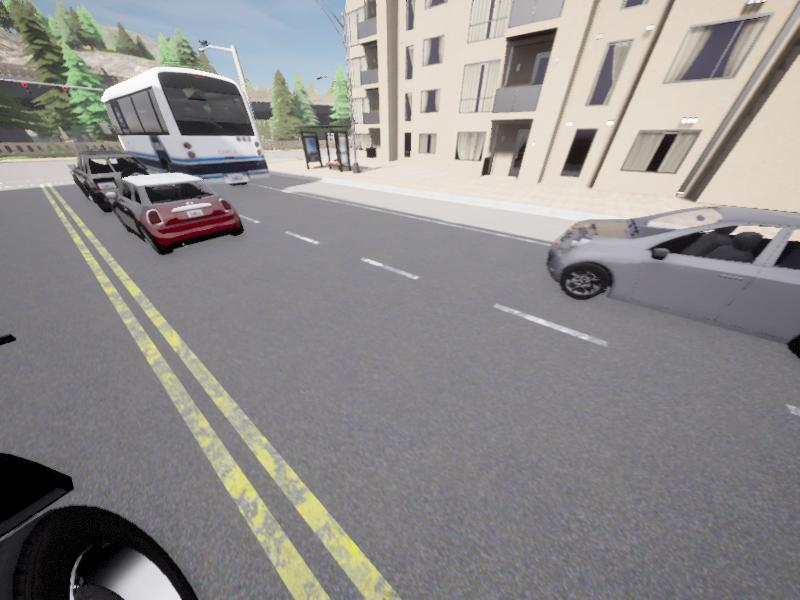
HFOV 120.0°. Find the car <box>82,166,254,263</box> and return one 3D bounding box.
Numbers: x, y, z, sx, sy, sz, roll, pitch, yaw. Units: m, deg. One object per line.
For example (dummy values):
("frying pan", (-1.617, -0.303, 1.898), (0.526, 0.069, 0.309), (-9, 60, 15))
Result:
("car", (-6.098, -2.505, 6.139), (3.806, 1.475, 1.970), (23, 41, 28))

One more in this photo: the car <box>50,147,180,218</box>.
("car", (-10.966, -4.727, 8.902), (4.605, 1.855, 1.932), (23, 41, 29))

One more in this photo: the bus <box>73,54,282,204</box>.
("bus", (-11.437, -8.300, 11.916), (10.273, 4.253, 3.944), (23, 41, 29))

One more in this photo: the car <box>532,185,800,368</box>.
("car", (4.414, -0.612, 3.504), (3.633, 1.501, 1.845), (22, 41, 28))
